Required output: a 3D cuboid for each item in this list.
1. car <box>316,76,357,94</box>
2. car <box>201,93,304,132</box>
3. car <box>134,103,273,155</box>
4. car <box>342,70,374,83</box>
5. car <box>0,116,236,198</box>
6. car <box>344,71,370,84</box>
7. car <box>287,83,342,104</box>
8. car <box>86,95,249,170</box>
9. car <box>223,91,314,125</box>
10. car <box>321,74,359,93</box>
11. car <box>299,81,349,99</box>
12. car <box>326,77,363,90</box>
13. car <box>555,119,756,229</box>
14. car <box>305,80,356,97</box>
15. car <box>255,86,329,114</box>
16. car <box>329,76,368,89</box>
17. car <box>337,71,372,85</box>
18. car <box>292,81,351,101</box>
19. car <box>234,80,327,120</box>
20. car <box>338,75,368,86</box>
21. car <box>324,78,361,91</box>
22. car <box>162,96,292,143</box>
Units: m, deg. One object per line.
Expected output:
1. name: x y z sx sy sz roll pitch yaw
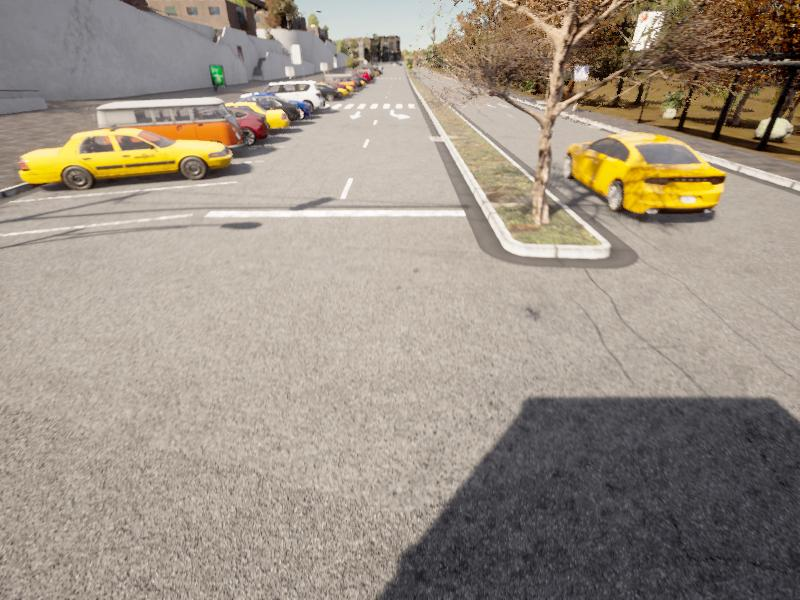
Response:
1. car: -7.984 -27.057 50.340 4.553 1.767 2.185 -11 32 -17
2. car: -8.043 -10.383 22.075 4.892 1.521 2.231 -11 32 -17
3. car: -8.082 -7.320 16.942 4.792 1.488 2.163 -11 32 -17
4. car: -7.957 -42.414 75.939 5.566 2.045 2.435 -11 32 -16
5. car: -7.890 -4.357 11.856 5.366 1.575 1.946 -11 32 -17
6. car: -7.877 -40.871 73.420 4.442 1.987 1.878 -11 32 -16
7. car: -8.024 -19.403 37.527 4.674 1.452 2.002 -11 32 -17
8. car: -7.954 -6.053 14.291 4.442 1.987 1.878 -11 32 -17
9. car: -8.052 -11.900 24.646 5.008 1.535 2.097 -11 32 -17
10. car: -7.904 -28.672 52.902 4.442 1.987 1.878 -11 31 -17
11. car: -8.048 -22.408 42.666 4.792 1.488 2.163 -11 32 -17
12. car: -8.027 -31.443 58.123 4.792 1.488 2.163 -11 32 -17
13. car: 5.844 -3.437 10.156 1.882 1.535 5.008 0 31 0
14. car: -7.844 -23.978 45.294 5.366 1.575 1.946 -11 31 -17
15. car: -8.049 -14.921 29.791 4.892 1.521 2.231 -11 32 -17
16. car: -7.826 -33.039 60.745 5.366 1.575 1.946 -11 32 -17
17. car: -8.015 -39.323 70.800 5.566 2.045 2.435 -11 33 -16
18. car: -7.852 -20.979 40.137 5.366 1.575 1.946 -11 31 -17
19. car: -8.073 -13.620 27.074 5.566 2.045 2.435 -11 32 -17
20. car: -7.984 -37.547 68.401 4.674 1.452 2.002 -11 33 -16
21. car: -7.999 -29.928 55.566 4.674 1.452 2.002 -11 32 -17
22. car: -8.226 -8.836 19.450 5.366 1.575 1.946 -11 32 -17
